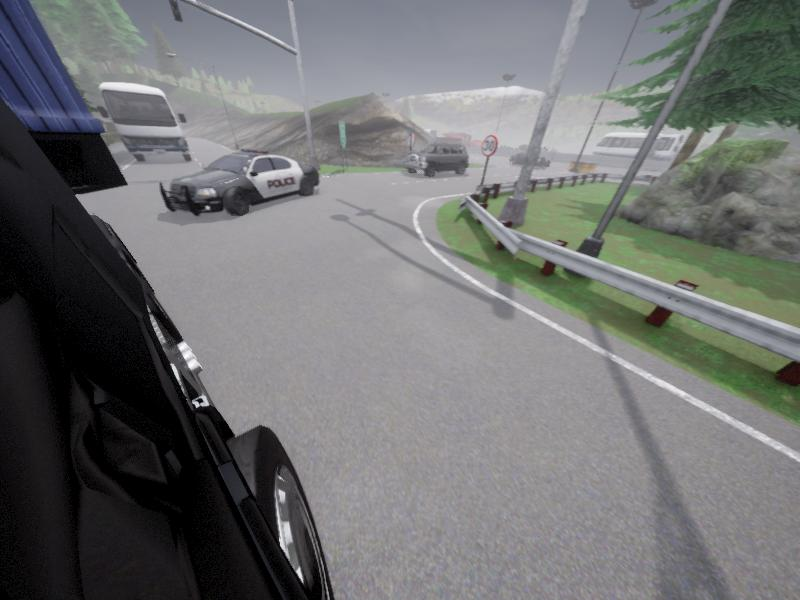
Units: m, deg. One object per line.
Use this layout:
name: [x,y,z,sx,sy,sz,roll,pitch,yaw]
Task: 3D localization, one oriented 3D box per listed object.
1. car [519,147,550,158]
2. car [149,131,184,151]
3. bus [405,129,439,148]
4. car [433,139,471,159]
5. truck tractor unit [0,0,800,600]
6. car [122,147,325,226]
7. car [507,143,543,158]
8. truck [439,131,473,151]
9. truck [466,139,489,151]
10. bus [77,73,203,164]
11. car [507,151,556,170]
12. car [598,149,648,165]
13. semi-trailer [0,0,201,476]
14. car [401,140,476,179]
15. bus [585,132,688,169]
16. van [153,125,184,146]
car: [27.773,-30.581,47.726,2.033,1.649,4.856,-22,42,-31]
car: [-24.558,-16.820,24.417,2.007,1.525,4.514,-22,42,-31]
bus: [6.326,-48.724,69.469,3.944,4.253,10.273,-22,42,-31]
car: [7.858,-23.245,35.488,2.150,2.045,5.566,-21,43,-30]
truck tractor unit: [-2.645,-0.295,0.352,6.516,4.208,3.053,28,44,30]
car: [-4.948,-4.071,7.691,2.038,1.542,4.974,13,36,14]
car: [24.812,-29.773,46.009,2.150,2.045,5.566,-22,43,-31]
truck: [14.499,-42.131,61.140,2.891,3.827,8.468,-22,42,-31]
truck: [21.341,-42.778,63.749,2.627,2.467,5.204,-22,42,-31]
bus: [-18.923,-13.565,17.880,3.944,4.253,10.273,-22,42,-31]
car: [14.810,-16.091,26.480,2.033,1.411,5.357,-3,36,-9]
car: [38.962,-25.169,40.561,2.150,2.045,5.566,-22,42,-31]
semi-trailer: [-10.030,-1.097,0.507,14.254,4.402,2.717,-1,35,-7]
car: [2.520,-9.221,15.080,4.605,1.855,1.932,-23,43,-31]
bus: [37.123,-24.105,37.015,3.944,4.253,10.273,-22,42,-31]
van: [-30.475,-21.789,30.545,2.069,2.038,4.480,-22,42,-31]
